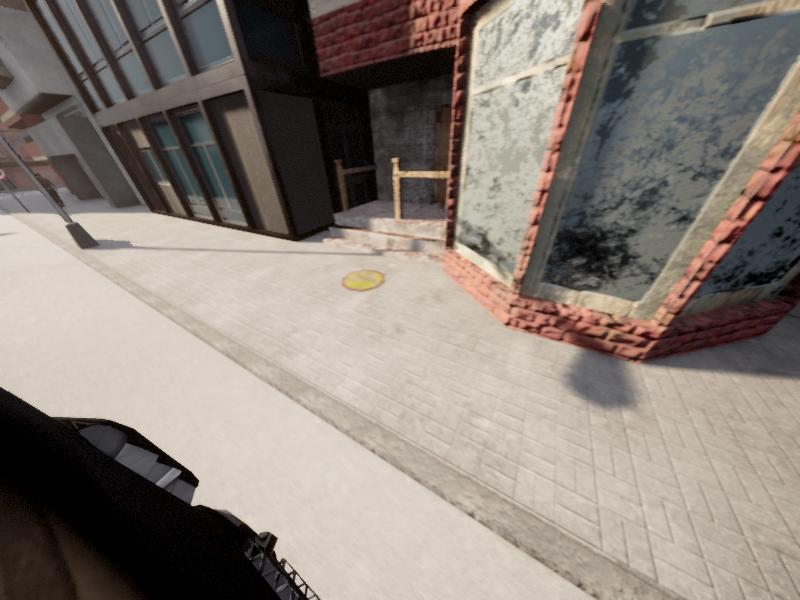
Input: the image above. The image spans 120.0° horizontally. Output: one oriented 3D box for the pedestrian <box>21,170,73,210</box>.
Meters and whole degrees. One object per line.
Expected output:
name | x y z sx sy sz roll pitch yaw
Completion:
pedestrian | -19.313 -6.070 12.707 0.751 1.860 0.751 22 41 33
